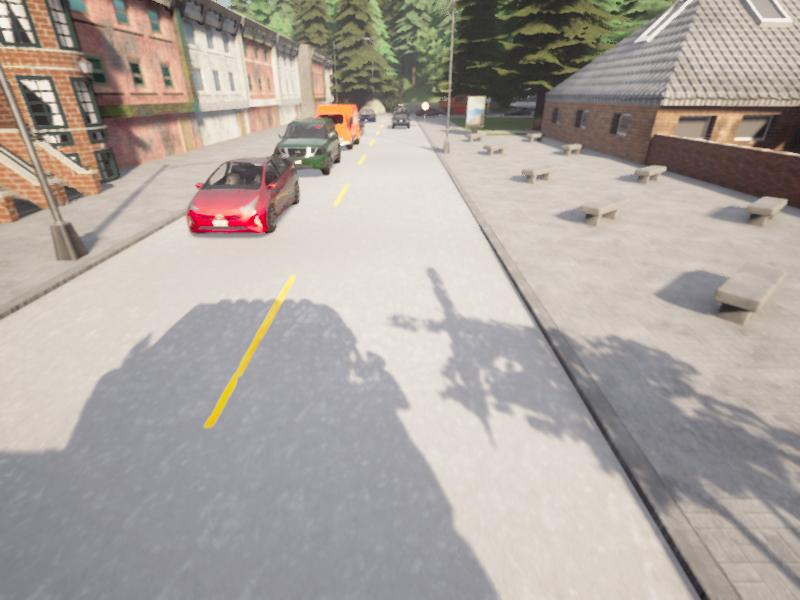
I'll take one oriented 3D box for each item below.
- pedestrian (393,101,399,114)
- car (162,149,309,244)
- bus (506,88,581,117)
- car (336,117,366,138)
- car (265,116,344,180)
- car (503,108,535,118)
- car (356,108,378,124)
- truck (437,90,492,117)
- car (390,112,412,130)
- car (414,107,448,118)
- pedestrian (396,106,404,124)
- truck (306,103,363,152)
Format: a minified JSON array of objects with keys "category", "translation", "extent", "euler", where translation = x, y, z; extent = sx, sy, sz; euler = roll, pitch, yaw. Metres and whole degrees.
[{"category":"pedestrian","translation":[-0.716,-32.203,66.979],"extent":[0.751,1.860,0.751],"euler":[-9,29,-17]},{"category":"car","translation":[-3.989,-2.986,10.750],"extent":[2.007,1.525,4.514],"euler":[0,27,0]},{"category":"bus","translation":[23.360,-32.442,65.710],"extent":[10.273,4.253,3.944],"euler":[0,27,0]},{"category":"car","translation":[-3.925,-14.168,32.763],"extent":[1.895,1.301,4.718],"euler":[0,27,0]},{"category":"car","translation":[-3.989,-6.965,17.923],"extent":[2.150,2.045,5.566],"euler":[0,27,0]},{"category":"car","translation":[18.655,-29.397,62.898],"extent":[4.181,1.385,1.994],"euler":[0,27,0]},{"category":"car","translation":[-3.881,-22.022,47.844],"extent":[2.163,1.488,4.792],"euler":[0,27,0]},{"category":"truck","translation":[10.487,-32.321,65.872],"extent":[8.468,3.827,2.891],"euler":[0,27,0]},{"category":"car","translation":[0.097,-18.191,40.504],"extent":[2.033,1.411,5.357],"euler":[0,27,0]},{"category":"car","translation":[4.829,-29.134,62.187],"extent":[4.892,1.490,1.837],"euler":[-11,29,-21]},{"category":"pedestrian","translation":[-0.005,-21.247,45.888],"extent":[0.751,1.860,0.751],"euler":[-13,30,-23]},{"category":"truck","translation":[-3.957,-11.047,25.402],"extent":[2.627,2.467,5.204],"euler":[0,27,0]}]
